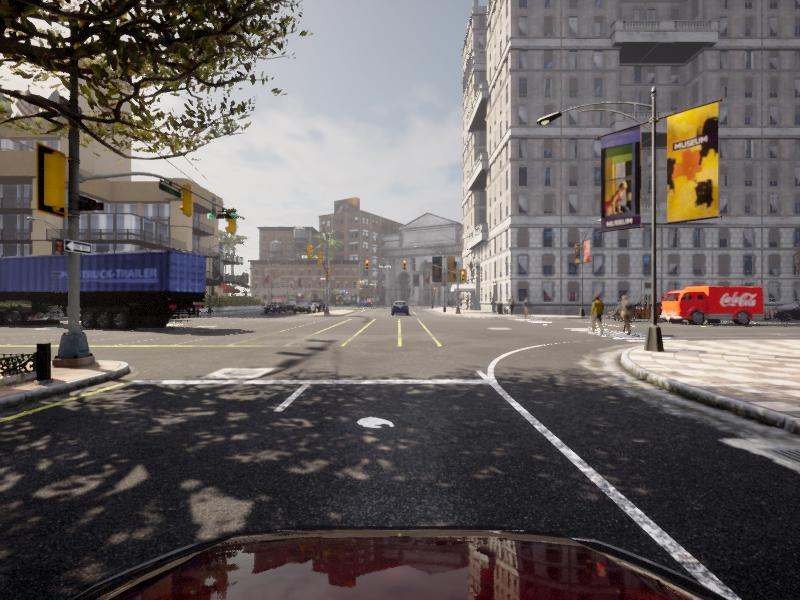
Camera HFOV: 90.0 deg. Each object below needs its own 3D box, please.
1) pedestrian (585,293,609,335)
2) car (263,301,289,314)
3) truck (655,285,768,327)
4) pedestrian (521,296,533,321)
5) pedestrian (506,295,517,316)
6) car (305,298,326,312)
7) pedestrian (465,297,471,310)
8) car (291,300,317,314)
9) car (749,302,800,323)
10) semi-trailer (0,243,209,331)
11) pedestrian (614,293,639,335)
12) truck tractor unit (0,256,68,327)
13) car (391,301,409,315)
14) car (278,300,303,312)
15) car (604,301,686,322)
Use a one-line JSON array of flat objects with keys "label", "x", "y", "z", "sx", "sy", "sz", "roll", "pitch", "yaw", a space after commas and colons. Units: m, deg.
[{"label": "pedestrian", "x": 9.037, "y": 0.637, "z": 18.346, "sx": 0.751, "sy": 1.860, "sz": 0.751, "roll": 0, "pitch": 0, "yaw": 2}, {"label": "car", "x": -14.984, "y": 0.852, "z": 48.417, "sx": 1.970, "sy": 1.475, "sz": 3.806, "roll": 0, "pitch": 0, "yaw": 0}, {"label": "truck", "x": 19.899, "y": 0.365, "z": 25.801, "sx": 5.204, "sy": 2.467, "sz": 2.627, "roll": 1, "pitch": 0, "yaw": 0}, {"label": "pedestrian", "x": 9.812, "y": 0.636, "z": 30.902, "sx": 0.751, "sy": 1.860, "sz": 0.751, "roll": 0, "pitch": 0, "yaw": 8}, {"label": "pedestrian", "x": 9.910, "y": 0.484, "z": 35.497, "sx": 0.751, "sy": 1.860, "sz": 0.751, "roll": 0, "pitch": 0, "yaw": -2}, {"label": "car", "x": -11.485, "y": 0.651, "z": 54.488, "sx": 1.932, "sy": 1.855, "sz": 4.605, "roll": 0, "pitch": 0, "yaw": 0}, {"label": "pedestrian", "x": 9.821, "y": 0.484, "z": 58.114, "sx": 0.751, "sy": 1.860, "sz": 0.751, "roll": 0, "pitch": 0, "yaw": 2}, {"label": "car", "x": -11.489, "y": 0.825, "z": 48.237, "sx": 2.038, "sy": 1.542, "sz": 4.974, "roll": 0, "pitch": 0, "yaw": 0}, {"label": "car", "x": 29.191, "y": 0.894, "z": 29.344, "sx": 5.357, "sy": 1.411, "sz": 2.033, "roll": 0, "pitch": 0, "yaw": 0}, {"label": "semi-trailer", "x": -18.000, "y": -0.627, "z": 23.502, "sx": 14.254, "sy": 4.402, "sz": 2.717, "roll": 0, "pitch": -1, "yaw": 18}, {"label": "pedestrian", "x": 10.385, "y": 0.637, "z": 18.381, "sx": 0.751, "sy": 1.860, "sz": 0.751, "roll": 0, "pitch": 0, "yaw": 6}, {"label": "truck tractor unit", "x": -25.614, "y": -0.525, "z": 25.432, "sx": 6.516, "sy": 4.208, "sz": 3.053, "roll": 0, "pitch": 0, "yaw": 2}, {"label": "car", "x": 0.014, "y": 0.852, "z": 44.842, "sx": 1.970, "sy": 1.475, "sz": 3.806, "roll": 0, "pitch": 0, "yaw": 0}, {"label": "car", "x": -14.985, "y": 0.770, "z": 55.106, "sx": 1.930, "sy": 1.638, "sz": 5.238, "roll": 0, "pitch": 0, "yaw": 0}, {"label": "car", "x": 17.831, "y": 0.844, "z": 29.289, "sx": 4.892, "sy": 1.490, "sz": 1.837, "roll": 0, "pitch": 0, "yaw": 0}]
